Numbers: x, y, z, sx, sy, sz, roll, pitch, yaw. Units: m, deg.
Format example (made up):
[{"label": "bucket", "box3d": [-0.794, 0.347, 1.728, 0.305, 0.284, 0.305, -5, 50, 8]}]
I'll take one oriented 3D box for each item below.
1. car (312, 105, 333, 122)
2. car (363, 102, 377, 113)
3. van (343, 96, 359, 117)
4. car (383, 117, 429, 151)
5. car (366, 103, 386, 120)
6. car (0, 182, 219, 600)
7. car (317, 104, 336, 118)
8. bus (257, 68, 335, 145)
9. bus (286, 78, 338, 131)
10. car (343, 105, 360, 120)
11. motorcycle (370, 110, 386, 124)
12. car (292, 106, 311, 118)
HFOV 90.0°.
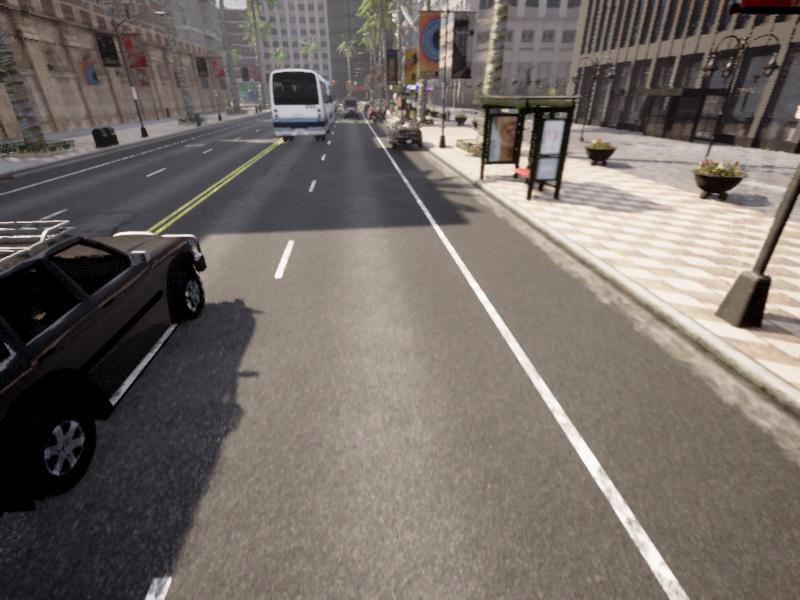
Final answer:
[{"label": "car", "box3d": [-9.590, -23.375, 50.016, 2.152, 1.651, 5.027, -3, 28, -6]}, {"label": "car", "box3d": [-5.293, -33.964, 70.555, 2.163, 1.488, 4.792, -3, 28, -6]}, {"label": "van", "box3d": [-7.125, -28.236, 58.362, 1.988, 2.561, 5.915, -3, 28, -5]}, {"label": "car", "box3d": [0.256, -10.533, 25.216, 2.231, 1.521, 4.892, -3, 28, -6]}, {"label": "car", "box3d": [-3.091, -24.058, 51.077, 2.185, 1.767, 4.553, -3, 28, -6]}, {"label": "car", "box3d": [-3.832, 0.184, 4.213, 1.932, 1.855, 4.605, -2, 28, -4]}, {"label": "car", "box3d": [-10.491, -27.108, 57.234, 2.152, 1.651, 5.027, -3, 28, -5]}, {"label": "bus", "box3d": [-7.133, -14.227, 29.463, 3.944, 4.253, 10.273, -3, 27, -6]}, {"label": "bus", "box3d": [-8.573, -19.972, 40.586, 3.944, 4.253, 10.273, -3, 28, -6]}, {"label": "car", "box3d": [-6.301, -24.344, 51.945, 2.038, 1.542, 4.974, -3, 27, -6]}, {"label": "motorcycle", "box3d": [-2.399, -20.439, 44.702, 0.764, 1.277, 2.356, 11, 29, 21]}, {"label": "car", "box3d": [-13.934, -26.663, 56.677, 1.994, 1.385, 4.181, -3, 28, -5]}]
